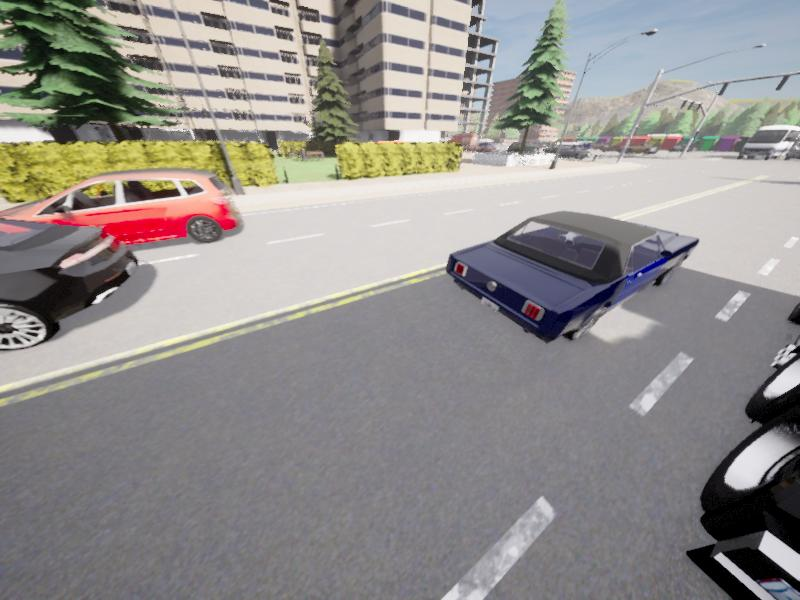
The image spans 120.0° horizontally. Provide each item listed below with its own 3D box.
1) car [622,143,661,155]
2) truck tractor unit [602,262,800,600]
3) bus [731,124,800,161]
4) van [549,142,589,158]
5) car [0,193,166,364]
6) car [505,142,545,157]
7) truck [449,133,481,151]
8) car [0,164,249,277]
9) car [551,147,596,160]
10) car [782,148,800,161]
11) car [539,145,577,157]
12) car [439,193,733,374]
[{"bbox_3d":[46.992,-29.553,45.055,1.932,1.855,4.605,-18,39,-24],"label":"car"},{"bbox_3d":[5.109,-0.302,0.787,6.516,4.208,3.053,-18,39,-24],"label":"truck tractor unit"},{"bbox_3d":[57.410,-24.247,35.682,10.273,4.253,3.944,-17,38,-24],"label":"bus"},{"bbox_3d":[27.634,-24.669,37.998,2.069,2.038,4.480,-18,39,-25],"label":"van"},{"bbox_3d":[-6.506,-0.015,2.666,4.902,1.511,2.128,-18,39,-24],"label":"car"},{"bbox_3d":[21.767,-26.475,40.549,2.150,2.045,5.566,-18,39,-25],"label":"car"},{"bbox_3d":[17.562,-43.258,63.140,2.891,3.827,8.468,-18,39,-25],"label":"truck"},{"bbox_3d":[-6.784,-2.295,5.811,4.611,1.667,2.242,-18,39,-25],"label":"car"},{"bbox_3d":[25.957,-22.131,34.792,2.128,1.511,4.902,-18,39,-25],"label":"car"},{"bbox_3d":[59.178,-21.466,34.102,4.892,1.490,1.837,-17,38,-24],"label":"car"},{"bbox_3d":[28.752,-27.358,42.232,1.930,1.638,5.238,-18,39,-24],"label":"car"},{"bbox_3d":[3.206,-0.786,4.042,4.718,1.301,1.895,-18,39,-24],"label":"car"}]
